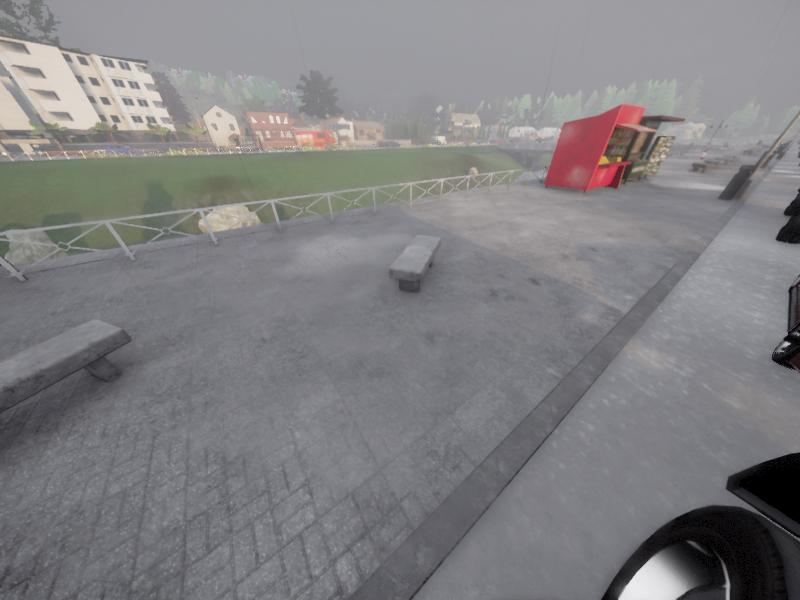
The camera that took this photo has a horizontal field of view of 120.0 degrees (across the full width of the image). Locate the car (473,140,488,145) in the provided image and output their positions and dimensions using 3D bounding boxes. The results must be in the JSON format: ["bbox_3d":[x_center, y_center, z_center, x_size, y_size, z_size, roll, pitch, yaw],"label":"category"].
[{"bbox_3d":[26.550,-51.776,75.983,4.674,1.442,1.812,-22,41,-28],"label":"car"}]

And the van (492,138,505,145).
[{"bbox_3d":[34.231,-55.154,80.252,4.442,1.987,1.775,-22,41,-28],"label":"van"}]

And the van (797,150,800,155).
[{"bbox_3d":[58.692,-21.949,32.395,5.915,2.561,1.988,-22,41,-28],"label":"van"}]

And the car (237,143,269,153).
[{"bbox_3d":[-28.287,-29.315,44.475,4.792,1.488,2.163,-22,40,-27],"label":"car"}]

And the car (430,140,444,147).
[{"bbox_3d":[10.618,-45.285,66.781,3.633,1.501,1.845,-22,41,-28],"label":"car"}]

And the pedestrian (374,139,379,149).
[{"bbox_3d":[-5.391,-35.261,52.191,0.751,1.860,0.751,-22,40,-27],"label":"pedestrian"}]

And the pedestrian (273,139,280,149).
[{"bbox_3d":[-27.988,-35.260,52.361,0.751,1.860,0.751,-29,44,-35],"label":"pedestrian"}]

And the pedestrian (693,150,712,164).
[{"bbox_3d":[27.769,-13.138,21.206,0.500,1.100,0.500,19,40,25],"label":"pedestrian"}]

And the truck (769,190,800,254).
[{"bbox_3d":[12.304,-2.620,5.719,6.274,2.098,2.390,-22,41,-28],"label":"truck"}]

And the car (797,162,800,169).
[{"bbox_3d":[35.544,-11.997,19.308,5.366,1.575,1.801,-22,41,-28],"label":"car"}]

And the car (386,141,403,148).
[{"bbox_3d":[-1.410,-40.330,59.869,3.988,1.617,1.851,-22,41,-28],"label":"car"}]

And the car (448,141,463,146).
[{"bbox_3d":[18.090,-51.065,75.159,4.718,1.301,1.895,-22,41,-28],"label":"car"}]

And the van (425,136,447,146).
[{"bbox_3d":[11.022,-48.628,70.772,6.366,2.431,2.351,-22,41,-28],"label":"van"}]

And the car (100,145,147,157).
[{"bbox_3d":[-42.978,-23.304,36.056,4.193,1.474,1.816,-22,40,-27],"label":"car"}]

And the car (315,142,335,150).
[{"bbox_3d":[-17.725,-36.395,54.526,3.806,1.475,1.970,-22,41,-28],"label":"car"}]

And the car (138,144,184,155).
[{"bbox_3d":[-41.709,-26.440,40.569,5.357,1.411,2.033,-21,40,-27],"label":"car"}]

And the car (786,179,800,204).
[{"bbox_3d":[18.424,-4.917,9.442,4.902,1.511,2.128,-22,41,-27],"label":"car"}]

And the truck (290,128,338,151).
[{"bbox_3d":[-18.281,-34.391,49.571,8.468,3.827,2.891,-22,40,-27],"label":"truck"}]

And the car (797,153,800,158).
[{"bbox_3d":[49.728,-17.975,27.432,4.605,1.855,1.932,-22,41,-28],"label":"car"}]

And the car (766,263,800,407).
[{"bbox_3d":[6.193,0.208,2.398,4.181,1.385,1.994,-21,40,-28],"label":"car"}]

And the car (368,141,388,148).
[{"bbox_3d":[-5.826,-41.325,61.337,4.892,1.490,1.837,-22,41,-28],"label":"car"}]
